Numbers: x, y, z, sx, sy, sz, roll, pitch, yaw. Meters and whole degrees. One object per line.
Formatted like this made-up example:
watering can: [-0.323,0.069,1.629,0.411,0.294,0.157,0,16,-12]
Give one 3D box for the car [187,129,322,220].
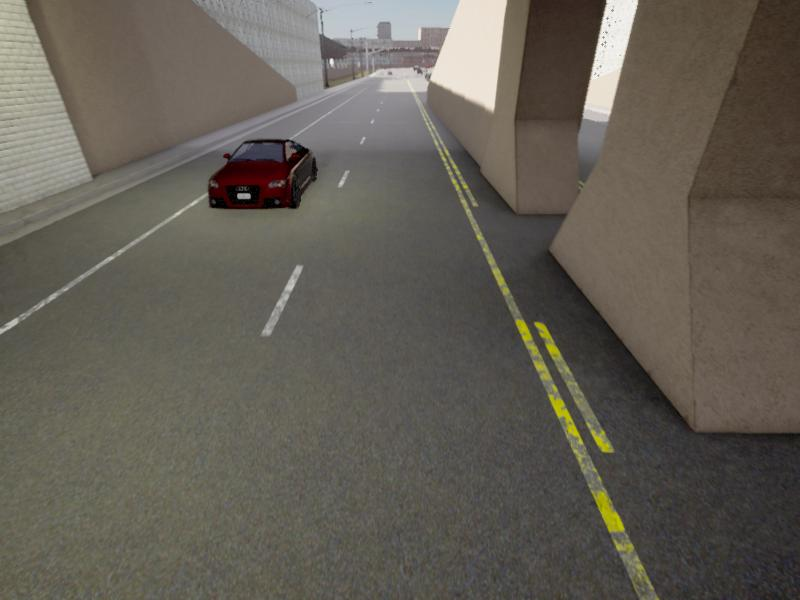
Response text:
car: [-3.490,-3.486,10.580,1.994,1.385,4.181,0,30,0]
